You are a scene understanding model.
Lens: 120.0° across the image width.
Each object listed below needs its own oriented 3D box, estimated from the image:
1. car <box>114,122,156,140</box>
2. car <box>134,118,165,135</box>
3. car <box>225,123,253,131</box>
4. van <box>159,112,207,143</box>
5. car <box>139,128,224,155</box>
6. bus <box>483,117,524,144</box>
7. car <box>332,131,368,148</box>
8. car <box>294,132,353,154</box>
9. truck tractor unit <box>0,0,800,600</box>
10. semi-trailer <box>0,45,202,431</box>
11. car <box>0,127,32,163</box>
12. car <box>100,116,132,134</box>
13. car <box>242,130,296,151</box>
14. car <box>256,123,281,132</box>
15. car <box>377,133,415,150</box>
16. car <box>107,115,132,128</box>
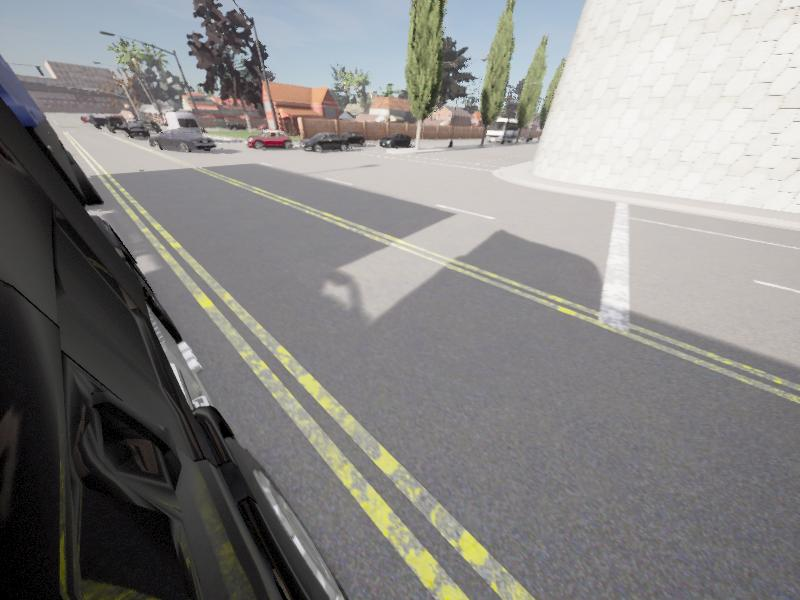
[{"bbox_3d":[-30.746,-19.649,26.804,4.902,1.511,2.128,28,44,30],"label":"car"},{"bbox_3d":[-38.058,-26.424,35.116,4.605,1.855,1.932,29,44,29],"label":"car"},{"bbox_3d":[-39.007,-41.982,56.083,1.837,1.490,4.892,27,43,29],"label":"car"},{"bbox_3d":[-24.262,-19.263,25.798,5.915,2.561,1.988,29,44,31],"label":"van"},{"bbox_3d":[-17.231,-12.622,18.302,5.357,1.411,2.033,13,38,14],"label":"car"},{"bbox_3d":[22.485,-36.387,49.778,3.944,4.253,10.273,28,44,30],"label":"bus"},{"bbox_3d":[-5.813,-18.928,27.202,1.789,1.549,3.705,28,44,30],"label":"car"},{"bbox_3d":[-6.979,-14.813,21.709,1.837,1.490,4.892,28,44,30],"label":"car"},{"bbox_3d":[-2.645,-0.295,0.352,6.516,4.208,3.053,28,44,30],"label":"truck tractor unit"},{"bbox_3d":[-8.703,-3.592,4.239,14.254,4.402,2.717,28,44,30],"label":"semi-trailer"},{"bbox_3d":[-22.572,-8.328,12.310,1.994,1.385,4.181,-24,44,-31],"label":"car"},{"bbox_3d":[-41.138,-25.340,33.484,3.866,1.878,1.905,28,44,30],"label":"car"},{"bbox_3d":[-12.241,-15.004,21.684,3.806,1.475,1.970,-22,43,-29],"label":"car"},{"bbox_3d":[-34.408,-45.351,60.724,2.152,1.651,5.027,27,43,29],"label":"car"},{"bbox_3d":[-0.440,-19.382,28.129,2.007,1.525,4.514,28,44,30],"label":"car"},{"bbox_3d":[-60.063,-38.254,49.438,5.566,2.045,2.150,28,44,30],"label":"car"}]
